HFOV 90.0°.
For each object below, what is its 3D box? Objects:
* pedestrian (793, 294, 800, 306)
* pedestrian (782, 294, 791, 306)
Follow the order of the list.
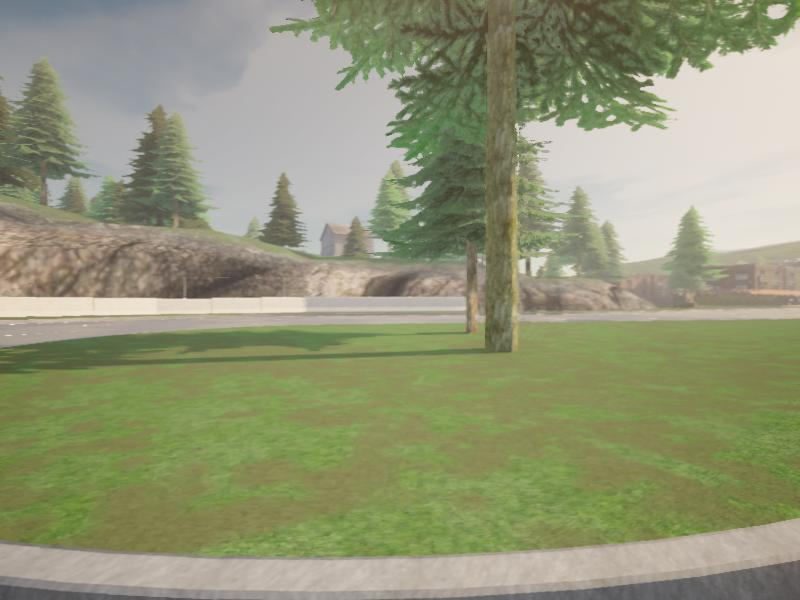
[{"bbox_3d":[62.084,0.044,62.384,0.751,1.860,0.751,0,0,-16],"label":"pedestrian"},{"bbox_3d":[59.063,0.042,61.115,0.751,1.860,0.751,0,0,-30],"label":"pedestrian"}]
